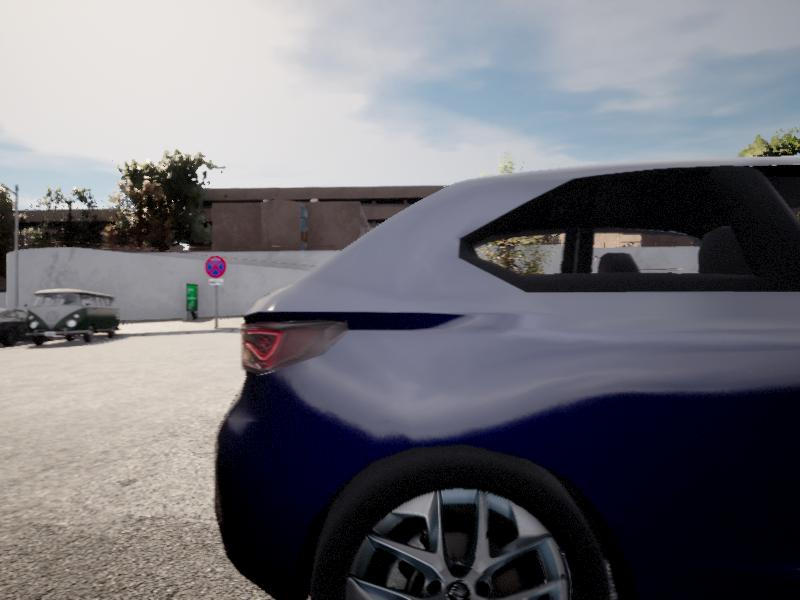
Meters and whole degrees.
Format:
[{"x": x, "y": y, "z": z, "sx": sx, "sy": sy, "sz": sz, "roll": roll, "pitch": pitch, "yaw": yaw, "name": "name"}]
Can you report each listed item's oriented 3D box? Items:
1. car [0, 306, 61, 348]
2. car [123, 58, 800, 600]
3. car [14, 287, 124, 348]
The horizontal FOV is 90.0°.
[{"x": -15.537, "y": 1.058, "z": 15.627, "sx": 2.002, "sy": 1.452, "sz": 4.674, "roll": -2, "pitch": -2, "yaw": -20, "name": "car"}, {"x": 1.549, "y": 0.256, "z": 1.702, "sx": 4.193, "sy": 1.474, "sz": 1.816, "roll": 0, "pitch": 0, "yaw": 0, "name": "car"}, {"x": -12.528, "y": 0.651, "z": 15.532, "sx": 1.878, "sy": 1.987, "sz": 4.442, "roll": -2, "pitch": -2, "yaw": -20, "name": "car"}]
